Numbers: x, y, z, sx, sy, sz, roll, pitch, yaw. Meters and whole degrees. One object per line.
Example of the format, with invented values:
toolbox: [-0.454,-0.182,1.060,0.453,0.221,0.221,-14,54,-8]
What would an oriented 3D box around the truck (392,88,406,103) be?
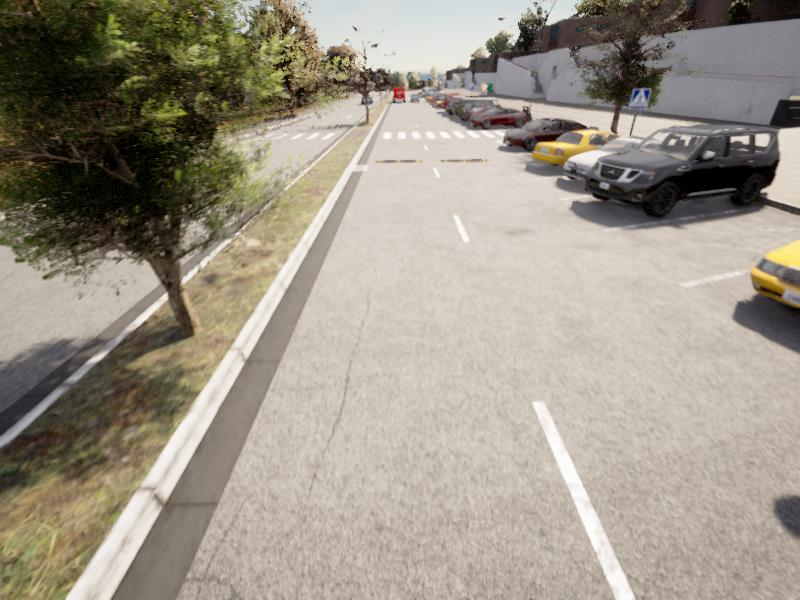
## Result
truck: [-0.138,-40.244,78.556,2.627,2.467,5.204,-1,29,0]

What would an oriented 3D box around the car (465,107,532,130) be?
car: [7.988,-14.857,32.614,4.792,1.488,2.163,-10,30,-18]

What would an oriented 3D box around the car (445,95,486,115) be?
car: [7.881,-23.526,48.262,4.442,1.987,1.878,-10,30,-18]

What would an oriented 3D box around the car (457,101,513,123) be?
car: [7.976,-17.821,37.822,4.553,1.767,2.185,-10,29,-18]

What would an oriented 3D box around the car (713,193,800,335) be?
car: [7.884,-0.734,6.059,5.366,1.575,1.946,-10,30,-18]

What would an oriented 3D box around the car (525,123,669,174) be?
car: [8.211,-6.424,16.791,5.366,1.575,1.946,-10,29,-18]

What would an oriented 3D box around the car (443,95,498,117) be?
car: [7.968,-22.154,45.647,5.566,2.045,2.435,-10,30,-18]

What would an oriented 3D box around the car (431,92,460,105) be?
car: [7.846,-34.901,69.247,4.442,1.987,1.878,-10,31,-18]

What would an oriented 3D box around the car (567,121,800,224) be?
car: [8.022,-3.778,11.298,5.566,2.045,2.435,-10,30,-18]

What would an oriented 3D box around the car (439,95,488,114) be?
car: [8.011,-24.985,50.933,5.566,2.045,2.435,-10,30,-18]

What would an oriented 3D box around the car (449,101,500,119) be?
car: [7.991,-20.530,43.149,4.892,1.521,2.231,-10,29,-18]

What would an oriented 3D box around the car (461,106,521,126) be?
car: [8.005,-16.272,35.280,4.674,1.452,2.002,-10,29,-18]

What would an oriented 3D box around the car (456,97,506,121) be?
car: [8.110,-19.342,40.451,4.442,1.987,1.878,-10,29,-18]

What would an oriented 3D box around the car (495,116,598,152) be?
car: [8.005,-9.189,22.030,4.792,1.488,2.163,-10,30,-18]

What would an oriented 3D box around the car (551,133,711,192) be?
car: [8.048,-4.941,14.099,4.674,1.452,2.002,-10,30,-18]
